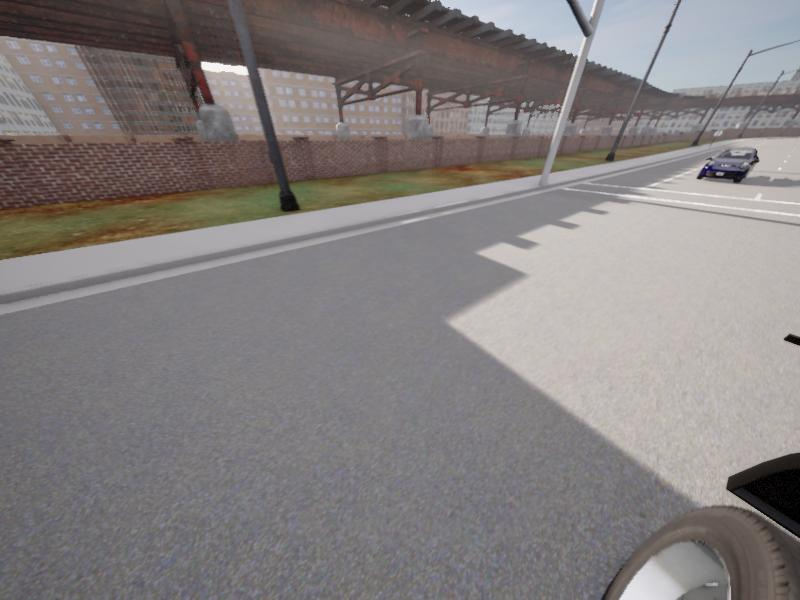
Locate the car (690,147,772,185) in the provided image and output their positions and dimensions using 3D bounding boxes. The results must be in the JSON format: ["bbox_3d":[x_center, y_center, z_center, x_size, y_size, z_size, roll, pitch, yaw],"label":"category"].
[{"bbox_3d":[18.834,-7.731,13.160,3.633,1.501,1.845,-23,41,-27],"label":"car"}]
